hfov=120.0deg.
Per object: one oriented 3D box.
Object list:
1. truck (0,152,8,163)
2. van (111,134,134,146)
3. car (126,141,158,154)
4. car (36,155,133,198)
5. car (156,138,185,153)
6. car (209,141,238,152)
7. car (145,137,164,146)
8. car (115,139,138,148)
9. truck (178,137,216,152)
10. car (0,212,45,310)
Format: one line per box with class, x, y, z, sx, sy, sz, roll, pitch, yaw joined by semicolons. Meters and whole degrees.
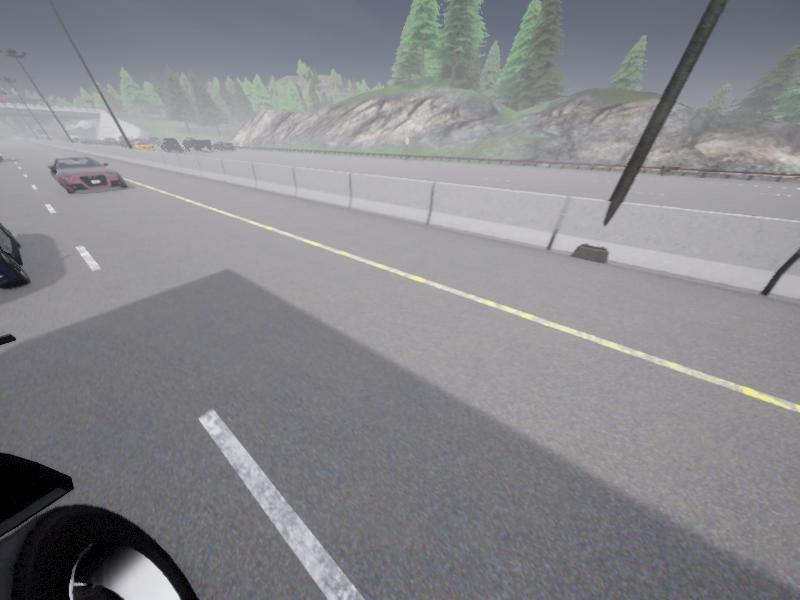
truck;-40.538;-14.417;21.821;5.204;2.467;2.627;22;41;28
van;-74.866;-43.263;62.288;5.915;2.561;1.988;22;41;28
car;-39.911;-23.651;35.684;5.366;1.575;1.801;22;41;28
car;-15.570;-6.235;11.411;4.181;1.385;1.994;22;41;28
car;-37.390;-25.215;37.652;3.866;1.878;1.905;22;41;28
car;-31.883;-27.738;41.609;4.902;1.511;2.128;22;41;28
car;-62.965;-40.579;59.201;3.866;1.878;1.905;22;41;28
car;-59.716;-34.179;50.469;4.514;1.525;2.007;22;41;28
truck;-34.870;-26.735;39.649;6.274;2.098;2.390;22;41;28
car;-8.631;-1.054;3.907;4.856;1.649;2.033;22;41;28
